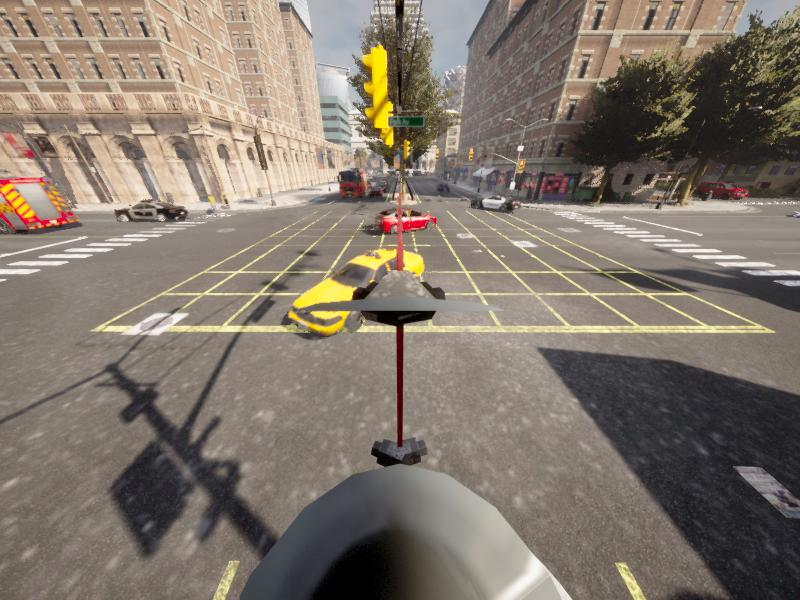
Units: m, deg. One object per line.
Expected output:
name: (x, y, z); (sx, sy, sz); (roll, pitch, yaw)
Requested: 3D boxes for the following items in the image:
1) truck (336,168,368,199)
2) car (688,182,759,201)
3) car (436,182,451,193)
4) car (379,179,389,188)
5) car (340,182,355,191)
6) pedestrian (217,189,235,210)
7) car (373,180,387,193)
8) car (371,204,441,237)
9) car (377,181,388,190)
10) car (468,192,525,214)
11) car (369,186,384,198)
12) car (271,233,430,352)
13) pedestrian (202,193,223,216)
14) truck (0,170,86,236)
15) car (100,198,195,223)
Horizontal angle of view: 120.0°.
truck: (-7.080, -18.109, 35.546); (2.891, 3.827, 8.468); (0, 30, 0)
car: (45.966, -15.687, 33.129); (2.150, 2.045, 5.566); (1, 30, 2)
car: (7.921, -20.613, 42.264); (1.812, 1.442, 4.674); (0, 30, 0)
car: (-3.527, -26.265, 51.891); (1.851, 1.617, 3.988); (0, 30, 0)
car: (-10.295, -22.354, 45.417); (1.895, 1.301, 4.718); (0, 30, 0)
pedestrian: (-17.626, -10.170, 23.407); (0.751, 1.860, 0.751); (-7, 31, -13)
car: (-3.558, -20.387, 41.522); (2.097, 1.767, 4.553); (0, 30, 0)
car: (0.435, -5.766, 16.467); (4.514, 1.525, 2.007); (-15, 34, -25)
car: (-3.540, -23.214, 46.736); (1.970, 1.475, 3.806); (0, 30, 0)
car: (9.978, -10.293, 24.300); (2.038, 1.542, 4.974); (-22, 36, -34)
car: (-3.577, -16.711, 35.654); (1.895, 1.301, 4.718); (0, 30, 0)
car: (-1.045, -0.754, 7.732); (1.801, 1.575, 5.366); (18, 35, 28)
pedestrian: (-17.505, -8.953, 21.604); (0.751, 1.860, 0.751); (-3, 30, -6)
truck: (-28.691, -6.702, 15.788); (8.468, 3.827, 2.891); (0, 30, 0)
car: (-20.937, -7.516, 19.382); (5.238, 1.638, 1.930); (0, 30, 0)
